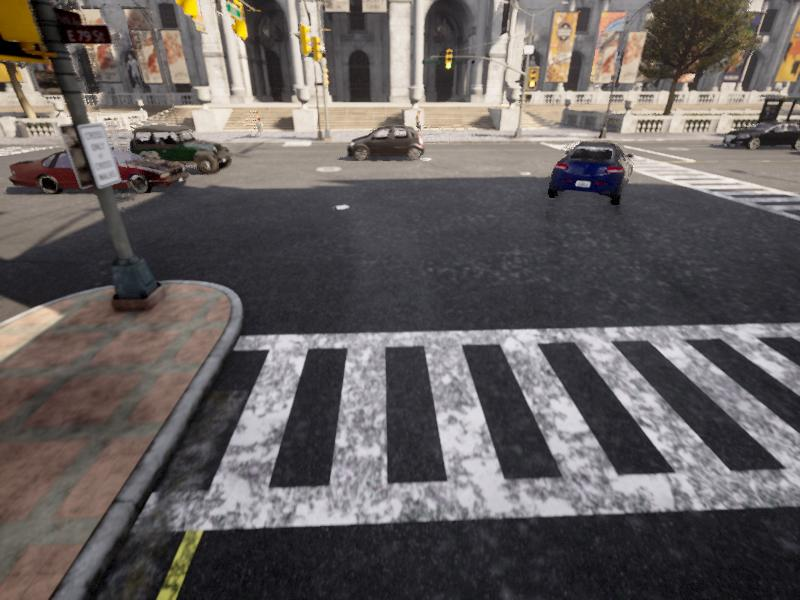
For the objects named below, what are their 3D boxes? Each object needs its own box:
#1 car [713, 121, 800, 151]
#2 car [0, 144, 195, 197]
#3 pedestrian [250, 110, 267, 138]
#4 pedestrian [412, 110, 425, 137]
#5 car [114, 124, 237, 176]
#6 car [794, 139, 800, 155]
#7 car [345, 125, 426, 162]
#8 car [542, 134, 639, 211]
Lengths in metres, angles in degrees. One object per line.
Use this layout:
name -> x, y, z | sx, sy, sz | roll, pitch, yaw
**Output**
car -> 22.798, -10.203, 24.780 | 4.902, 1.511, 2.128 | -1, 27, -2
car -> -10.557, -4.624, 14.143 | 5.357, 1.411, 2.033 | -1, 27, -2
pedestrian -> -10.373, -12.888, 29.346 | 0.751, 1.860, 0.751 | -1, 27, -3
pedestrian -> 1.360, -13.209, 29.933 | 0.751, 1.860, 0.751 | -5, 28, -10
car -> -9.426, -6.470, 17.192 | 3.866, 1.878, 1.905 | -1, 27, -2
car -> 24.672, -8.587, 21.781 | 4.181, 1.385, 1.994 | -2, 27, -3
car -> -0.735, -8.134, 20.718 | 3.988, 1.617, 1.851 | -1, 27, -2
car -> 6.671, -4.565, 13.725 | 2.152, 1.651, 5.027 | 14, 30, 26
